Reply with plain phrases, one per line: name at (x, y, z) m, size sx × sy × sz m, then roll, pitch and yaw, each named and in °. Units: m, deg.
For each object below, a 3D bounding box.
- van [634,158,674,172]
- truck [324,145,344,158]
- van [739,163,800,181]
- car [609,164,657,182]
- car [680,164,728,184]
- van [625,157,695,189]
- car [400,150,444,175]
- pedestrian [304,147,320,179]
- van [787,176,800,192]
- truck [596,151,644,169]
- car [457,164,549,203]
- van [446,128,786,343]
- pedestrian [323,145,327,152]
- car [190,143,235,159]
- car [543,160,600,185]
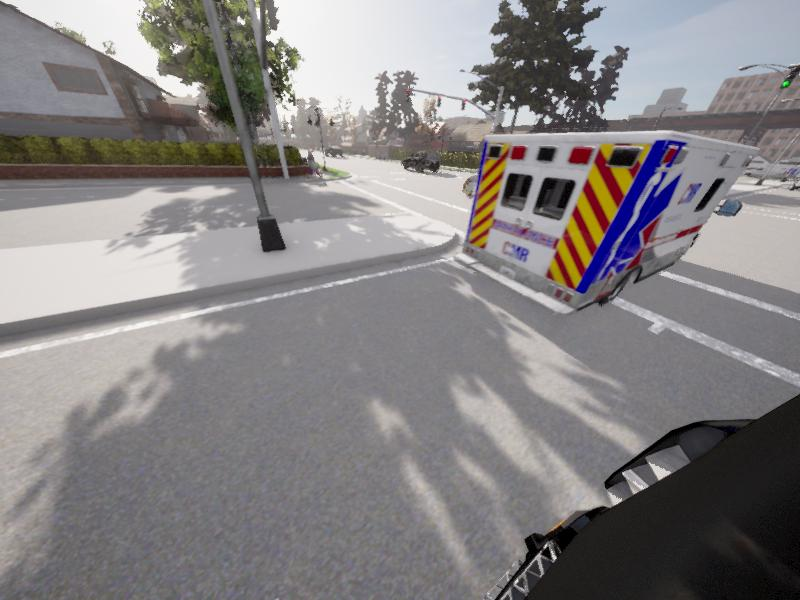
van at (62.485, -33.400, 57.048) m, size 1.988 × 2.561 × 5.915 m, roll -15°, pitch 37°, yaw -25°
truck at (-14.604, -32.596, 50.740) m, size 2.390 × 2.098 × 6.274 m, roll -16°, pitch 38°, yaw -26°
van at (71.219, -24.514, 44.259) m, size 2.351 × 2.431 × 6.366 m, roll -15°, pitch 37°, yaw -25°
car at (28.032, -15.258, 27.799) m, size 5.027 × 1.651 × 2.152 m, roll -15°, pitch 37°, yaw -26°
car at (39.421, -16.397, 29.964) m, size 5.566 × 2.045 × 2.150 m, roll -15°, pitch 37°, yaw -26°
van at (26.280, -12.897, 23.340) m, size 6.366 × 2.431 × 2.351 m, roll -16°, pitch 37°, yaw -25°
car at (2.311, -15.797, 26.390) m, size 2.150 × 2.045 × 5.566 m, roll -16°, pitch 38°, yaw -26°
pedestrian at (-6.099, -9.501, 16.048) m, size 0.751 × 1.860 × 0.751 m, roll -9°, pitch 35°, yaw -17°
van at (45.725, -13.307, 25.256) m, size 5.915 × 2.561 × 1.988 m, roll -16°, pitch 37°, yaw -26°
truck at (61.232, -39.133, 64.555) m, size 2.891 × 3.827 × 8.468 m, roll -15°, pitch 37°, yaw -25°
car at (5.979, -6.916, 13.495) m, size 4.856 × 1.649 × 2.033 m, roll -16°, pitch 37°, yaw -25°
van at (4.377, -1.760, 4.792) m, size 6.366 × 2.431 × 2.351 m, roll -16°, pitch 37°, yaw -25°
pedestrian at (-26.315, -53.147, 80.949) m, size 0.751 × 1.860 × 0.751 m, roll -16°, pitch 37°, yaw -26°
car at (-22.543, -18.064, 27.962) m, size 3.806 × 1.475 × 1.970 m, roll -15°, pitch 37°, yaw -25°
car at (16.362, -12.189, 22.049) m, size 4.605 × 1.855 × 1.932 m, roll -15°, pitch 37°, yaw -24°
